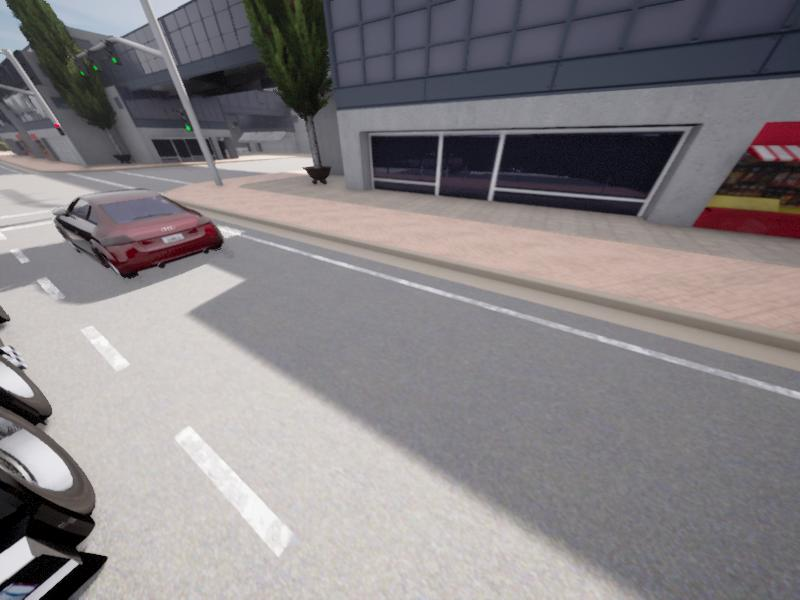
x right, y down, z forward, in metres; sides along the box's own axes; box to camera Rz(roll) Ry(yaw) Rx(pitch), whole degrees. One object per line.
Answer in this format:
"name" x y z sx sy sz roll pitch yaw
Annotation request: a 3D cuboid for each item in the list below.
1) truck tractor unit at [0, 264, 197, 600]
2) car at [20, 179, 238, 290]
"truck tractor unit" -5.117 -0.292 0.789 6.516 4.208 3.053 18 39 24
"car" -6.332 -1.845 5.491 4.181 1.385 1.994 18 39 24
